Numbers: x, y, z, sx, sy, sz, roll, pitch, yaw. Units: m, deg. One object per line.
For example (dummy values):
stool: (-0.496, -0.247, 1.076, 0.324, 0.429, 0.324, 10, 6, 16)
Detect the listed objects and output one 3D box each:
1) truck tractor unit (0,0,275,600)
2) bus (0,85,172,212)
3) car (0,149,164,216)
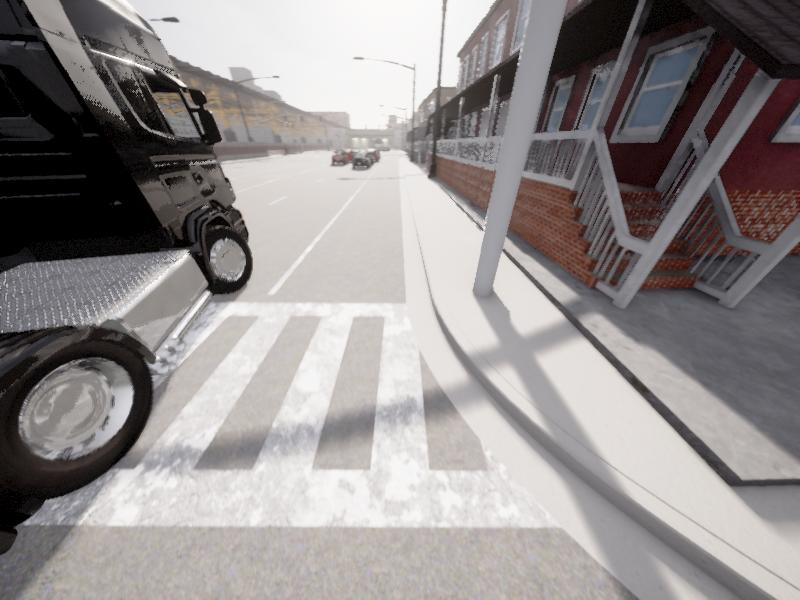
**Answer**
truck tractor unit: (-3.874, -0.811, 1.557, 3.053, 4.208, 6.516, -8, 35, -10)
bus: (-18.115, -7.237, 10.956, 3.944, 4.253, 10.273, 0, 34, -1)
car: (-14.726, -5.569, 10.480, 2.150, 2.045, 5.566, 0, 34, -1)
